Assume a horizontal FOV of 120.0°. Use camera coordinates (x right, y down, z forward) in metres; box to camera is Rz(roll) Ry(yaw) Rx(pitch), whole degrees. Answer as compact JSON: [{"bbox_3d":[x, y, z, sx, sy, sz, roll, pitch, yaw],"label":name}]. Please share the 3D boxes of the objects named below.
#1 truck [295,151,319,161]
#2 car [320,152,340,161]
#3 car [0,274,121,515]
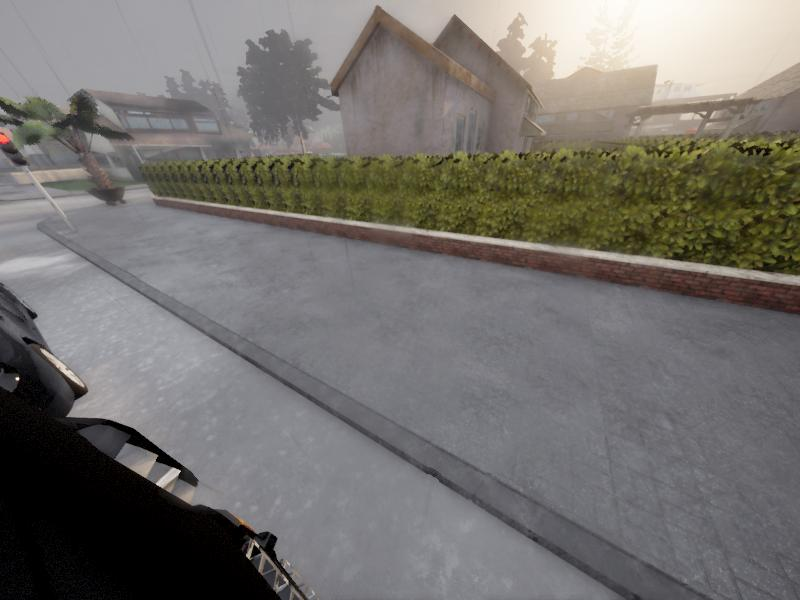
[{"bbox_3d":[-25.682,-39.734,63.834,6.274,2.098,2.390,16,38,26],"label":"truck"},{"bbox_3d":[-18.282,-37.396,60.259,4.611,1.667,2.242,16,38,26],"label":"car"},{"bbox_3d":[-5.341,0.499,2.213,5.008,1.535,1.882,16,38,26],"label":"car"}]
